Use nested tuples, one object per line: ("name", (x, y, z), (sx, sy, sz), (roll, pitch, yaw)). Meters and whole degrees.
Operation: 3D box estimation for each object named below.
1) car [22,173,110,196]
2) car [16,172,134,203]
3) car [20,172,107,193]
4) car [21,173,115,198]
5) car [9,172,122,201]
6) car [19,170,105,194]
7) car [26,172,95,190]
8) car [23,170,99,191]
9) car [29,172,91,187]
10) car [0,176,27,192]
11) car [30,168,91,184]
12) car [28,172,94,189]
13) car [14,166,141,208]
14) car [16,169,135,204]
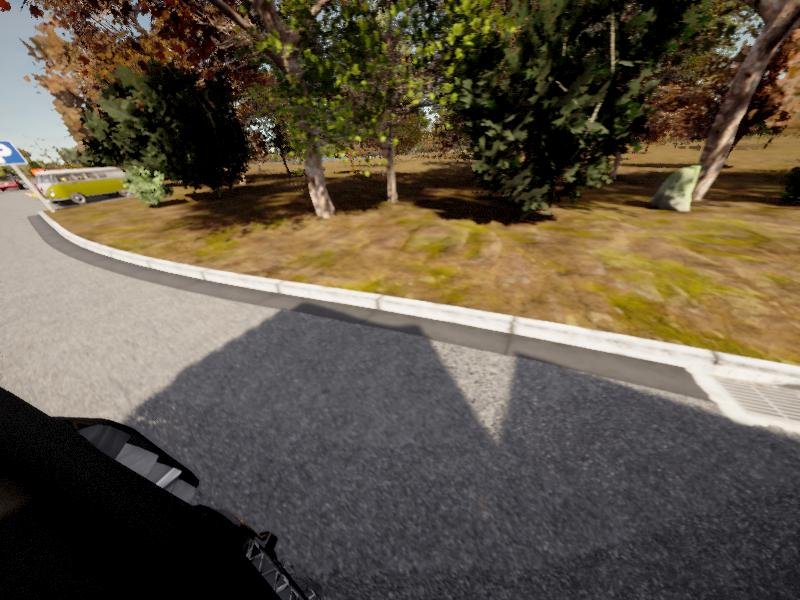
("car", (-34.082, -11.947, 23.797), (2.002, 1.452, 4.674), (6, 35, 15))
("car", (-26.773, -9.603, 19.449), (1.946, 1.575, 5.366), (6, 34, 14))
("car", (-38.823, -13.783, 26.965), (1.946, 1.575, 5.366), (7, 35, 16))
("car", (-31.671, -11.111, 22.296), (2.002, 1.452, 4.674), (6, 35, 15))
("car", (-29.293, -10.220, 20.633), (1.946, 1.575, 5.366), (6, 35, 14))
("car", (-36.500, -12.914, 25.199), (2.185, 1.767, 4.553), (6, 35, 15))
("car", (-45.982, -16.249, 31.456), (2.163, 1.488, 4.792), (8, 35, 16))
("car", (-41.245, -14.663, 28.311), (2.185, 1.767, 4.553), (7, 35, 16))
("car", (-53.001, -18.975, 36.211), (2.097, 1.535, 5.008), (8, 35, 17))
("car", (-55.004, -16.354, 32.500), (3.988, 1.617, 1.851), (21, 42, 33))
("car", (-62.254, -22.886, 42.571), (2.435, 2.045, 5.566), (8, 35, 18))
("car", (-48.320, -17.173, 33.083), (2.163, 1.488, 4.792), (7, 35, 17))
("car", (-21.968, -8.011, 16.158), (1.878, 1.987, 4.442), (6, 34, 13))
("car", (-24.397, -8.775, 17.738), (2.185, 1.767, 4.553), (5, 34, 14))
